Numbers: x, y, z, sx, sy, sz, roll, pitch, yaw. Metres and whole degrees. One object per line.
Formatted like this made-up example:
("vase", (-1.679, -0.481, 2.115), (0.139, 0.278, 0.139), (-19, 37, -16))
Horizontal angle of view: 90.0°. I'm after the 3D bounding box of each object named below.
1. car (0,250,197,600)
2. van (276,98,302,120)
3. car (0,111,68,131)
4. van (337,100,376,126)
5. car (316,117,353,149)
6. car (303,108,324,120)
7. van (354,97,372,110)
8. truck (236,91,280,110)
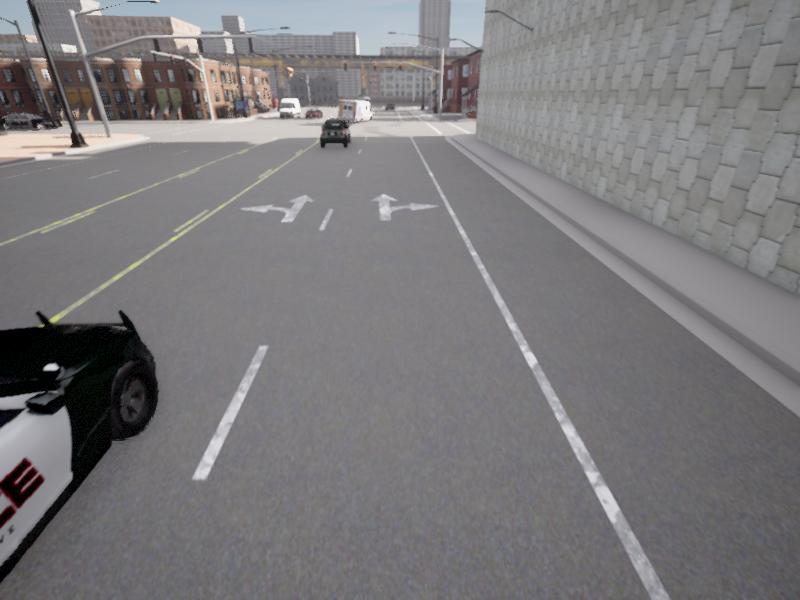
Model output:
("car", (-3.503, 1.309, 2.425), (2.038, 1.542, 4.974), (-1, 27, -1))
("van", (-15.648, -27.138, 56.746), (1.988, 2.561, 5.915), (-1, 27, -1))
("car", (-35.606, -17.204, 38.465), (5.238, 1.638, 1.930), (-1, 27, -1))
("van", (-5.123, -22.479, 47.831), (2.351, 2.431, 6.366), (13, 29, 13))
("car", (-4.244, -11.155, 26.606), (1.851, 1.617, 3.988), (-1, 27, -1))
("car", (-12.119, -26.269, 56.323), (1.994, 1.385, 4.181), (-1, 27, -1))
("van", (-8.600, -45.235, 91.952), (1.988, 2.561, 5.915), (-12, 29, -23))
("truck", (-32.035, -45.326, 90.814), (8.468, 3.827, 2.891), (-1, 27, -1))
